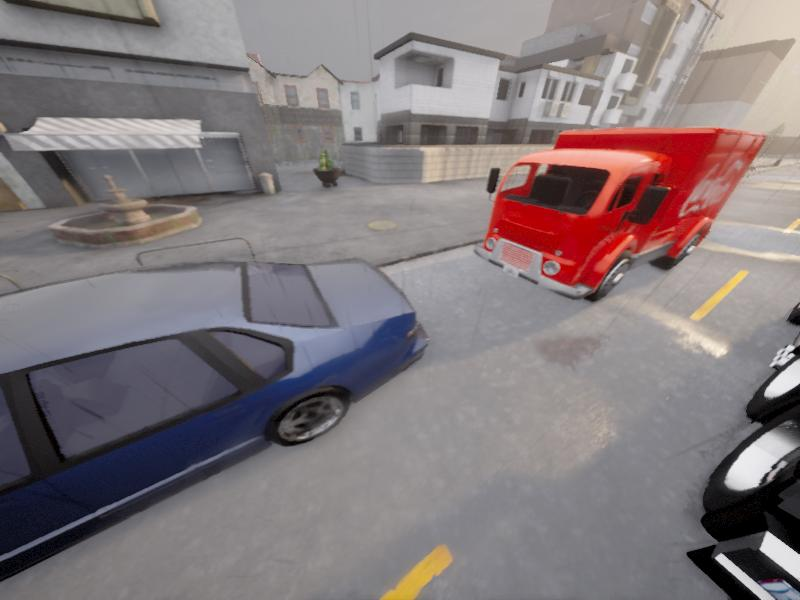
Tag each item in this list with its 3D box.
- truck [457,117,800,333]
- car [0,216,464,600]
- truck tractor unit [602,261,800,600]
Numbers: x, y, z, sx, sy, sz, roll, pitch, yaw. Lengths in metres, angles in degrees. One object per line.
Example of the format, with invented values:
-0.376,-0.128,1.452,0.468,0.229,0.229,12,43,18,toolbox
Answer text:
4.202,-1.919,4.658,5.204,2.467,2.627,-18,39,-24,truck
-2.327,0.650,1.839,5.357,1.411,2.033,-18,39,-24,car
5.110,-0.298,0.794,6.516,4.208,3.053,-18,39,-24,truck tractor unit
